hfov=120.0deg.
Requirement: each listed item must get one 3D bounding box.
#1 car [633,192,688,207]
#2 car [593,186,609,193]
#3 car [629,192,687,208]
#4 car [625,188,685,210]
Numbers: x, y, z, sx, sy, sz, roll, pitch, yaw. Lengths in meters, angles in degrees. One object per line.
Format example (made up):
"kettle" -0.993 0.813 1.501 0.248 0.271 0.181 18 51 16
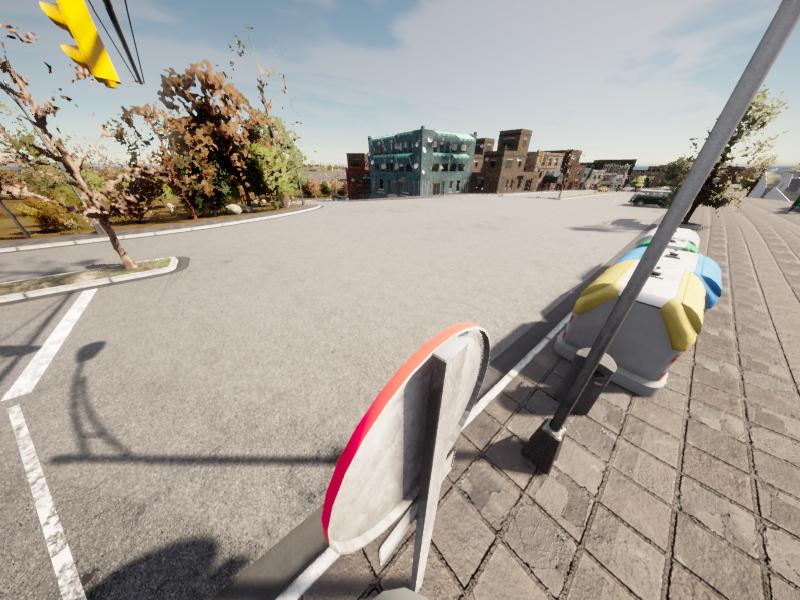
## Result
"car" 36.754 -14.328 32.812 4.674 1.452 2.002 17 33 25
"car" 53.603 -29.460 61.451 5.008 1.535 1.882 -20 35 -36
"car" 34.472 -13.468 31.109 4.674 1.452 2.002 17 32 25
"car" 32.099 -12.864 29.311 4.442 1.987 1.878 17 33 25
